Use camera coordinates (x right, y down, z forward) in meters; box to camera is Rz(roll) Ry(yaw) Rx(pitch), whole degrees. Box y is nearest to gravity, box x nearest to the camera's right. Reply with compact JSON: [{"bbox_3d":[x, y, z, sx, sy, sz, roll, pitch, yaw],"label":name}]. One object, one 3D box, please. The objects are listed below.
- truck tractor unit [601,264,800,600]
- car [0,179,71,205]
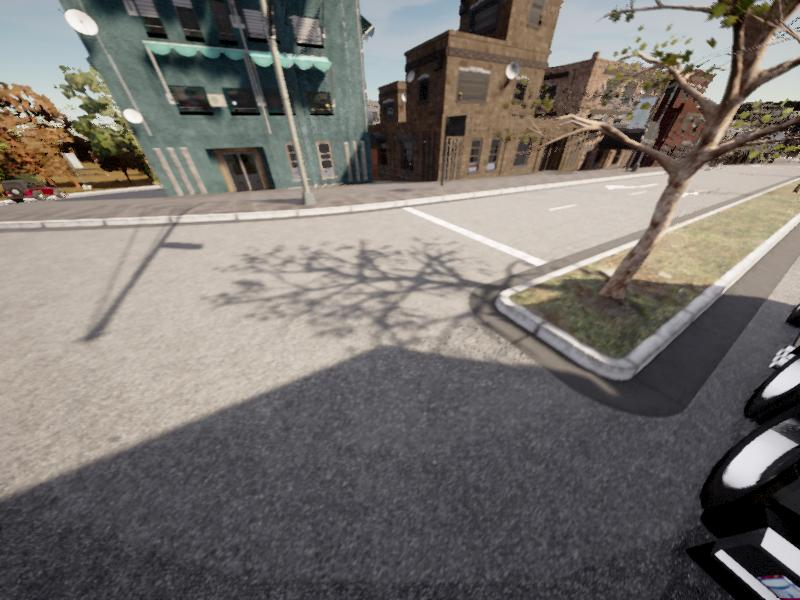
[{"bbox_3d":[5.131,-0.275,0.797,6.516,4.208,3.053,-17,39,-25],"label":"truck tractor unit"},{"bbox_3d":[-34.954,-10.419,22.074,1.905,1.878,3.866,-14,32,-17],"label":"car"}]
